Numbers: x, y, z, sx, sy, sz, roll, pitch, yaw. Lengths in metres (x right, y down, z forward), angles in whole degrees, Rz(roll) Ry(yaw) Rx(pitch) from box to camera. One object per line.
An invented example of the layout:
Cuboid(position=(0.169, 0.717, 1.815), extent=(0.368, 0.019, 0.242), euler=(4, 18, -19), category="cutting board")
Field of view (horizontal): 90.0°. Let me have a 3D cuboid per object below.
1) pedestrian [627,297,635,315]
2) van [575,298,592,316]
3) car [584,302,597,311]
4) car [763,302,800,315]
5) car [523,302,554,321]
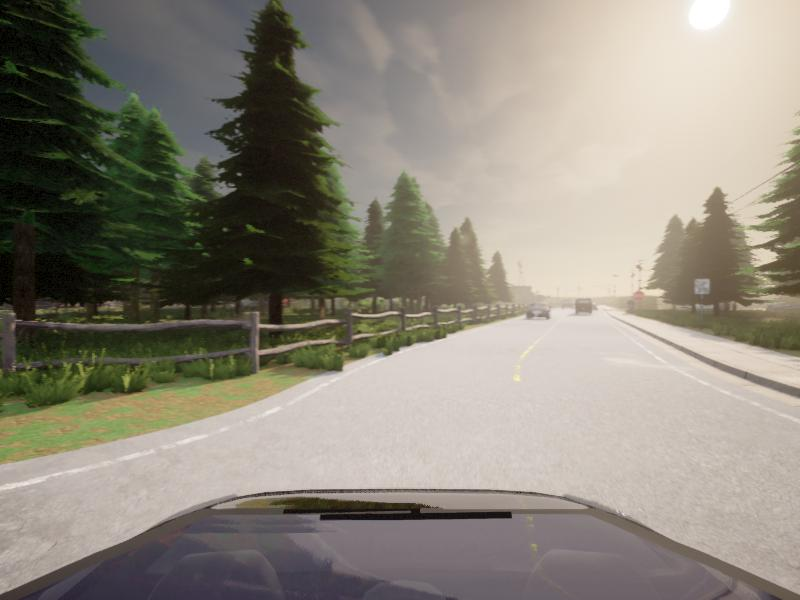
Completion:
Cuboid(position=(25.192, 0.632, 43.593), extent=(0.751, 1.860, 0.751), euler=(0, 0, 33), category="pedestrian")
Cuboid(position=(21.542, 0.734, 46.881), extent=(1.775, 1.987, 4.442), euler=(0, 0, 25), category="van")
Cuboid(position=(33.441, 1.115, 70.023), extent=(1.994, 1.385, 4.181), euler=(0, 0, 26), category="car")
Cuboid(position=(51.658, 1.091, 52.796), extent=(5.027, 1.651, 2.152), euler=(0, 0, 23), category="car")
Cuboid(position=(12.124, 0.925, 34.757), extent=(2.128, 1.511, 4.902), euler=(0, 0, 24), category="car")
